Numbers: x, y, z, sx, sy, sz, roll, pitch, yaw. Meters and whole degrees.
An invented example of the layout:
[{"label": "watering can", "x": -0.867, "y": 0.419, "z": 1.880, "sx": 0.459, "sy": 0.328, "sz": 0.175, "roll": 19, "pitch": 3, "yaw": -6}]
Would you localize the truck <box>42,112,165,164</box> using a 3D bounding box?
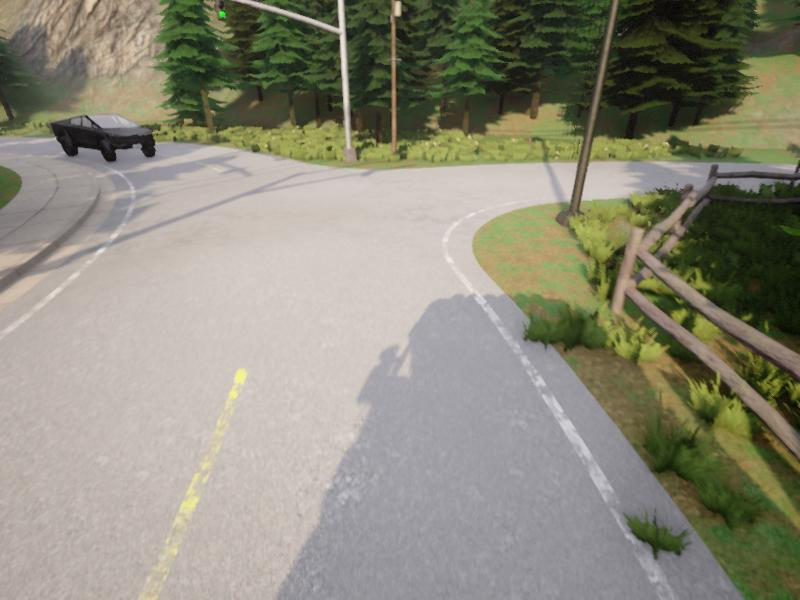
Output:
[{"label": "truck", "x": -15.683, "y": -8.687, "z": 21.161, "sx": 6.274, "sy": 2.098, "sz": 2.390, "roll": 16, "pitch": 31, "yaw": 28}]
